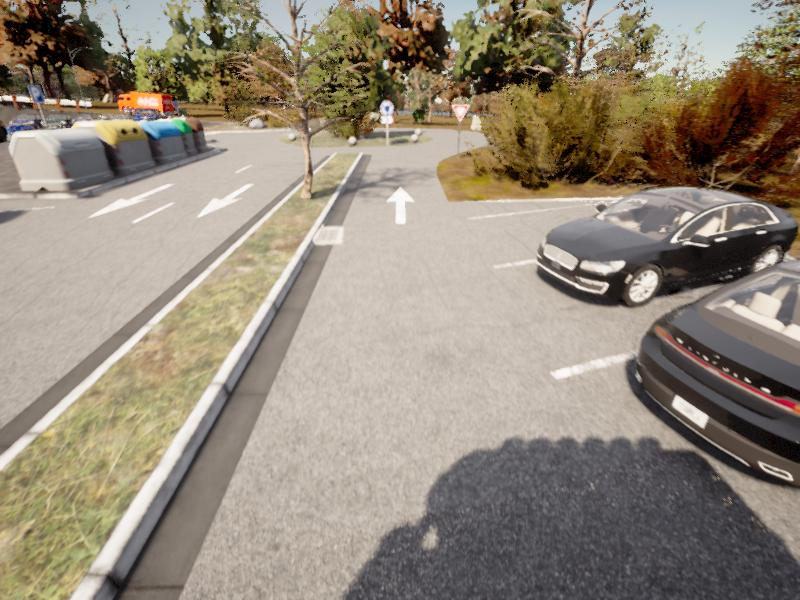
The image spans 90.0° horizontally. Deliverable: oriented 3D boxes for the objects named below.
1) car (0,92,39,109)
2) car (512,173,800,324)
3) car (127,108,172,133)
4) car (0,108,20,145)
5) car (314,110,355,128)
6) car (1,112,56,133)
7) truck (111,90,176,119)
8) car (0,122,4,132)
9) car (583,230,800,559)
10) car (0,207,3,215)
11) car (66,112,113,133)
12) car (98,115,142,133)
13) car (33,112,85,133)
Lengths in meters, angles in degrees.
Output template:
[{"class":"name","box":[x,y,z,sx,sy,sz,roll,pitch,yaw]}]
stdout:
[{"class":"car","box":[-43.751,-22.403,44.795,4.514,1.525,2.007,4,26,-1]},{"class":"car","box":[4.841,-1.181,7.174,4.892,1.521,2.231,-9,29,-18]},{"class":"car","box":[-24.381,-17.646,39.258,2.435,2.045,5.566,-9,26,-17]},{"class":"car","box":[-26.006,-10.319,23.941,2.435,2.045,5.566,-9,28,-17]},{"class":"car","box":[-7.184,-19.907,43.990,3.988,1.617,1.851,10,27,16]},{"class":"car","box":[-36.463,-17.545,39.480,2.185,1.767,4.553,-8,26,-17]},{"class":"truck","box":[-28.564,-21.824,44.789,5.204,2.467,2.627,4,26,-1]},{"class":"car","box":[-42.483,-17.643,39.464,2.435,2.045,5.566,-8,26,-17]},{"class":"car","box":[4.829,0.376,4.158,4.892,1.521,2.231,-9,29,-18]},{"class":"car","box":[-13.468,-2.265,9.393,5.366,1.575,1.946,-10,29,-17]},{"class":"car","box":[-30.399,-17.516,39.347,2.185,1.767,4.553,-9,26,-17]},{"class":"car","box":[-27.384,-17.414,39.392,2.231,1.521,4.892,-8,26,-17]},{"class":"car","box":[-33.436,-17.544,39.444,2.185,1.767,4.553,-8,26,-17]}]
